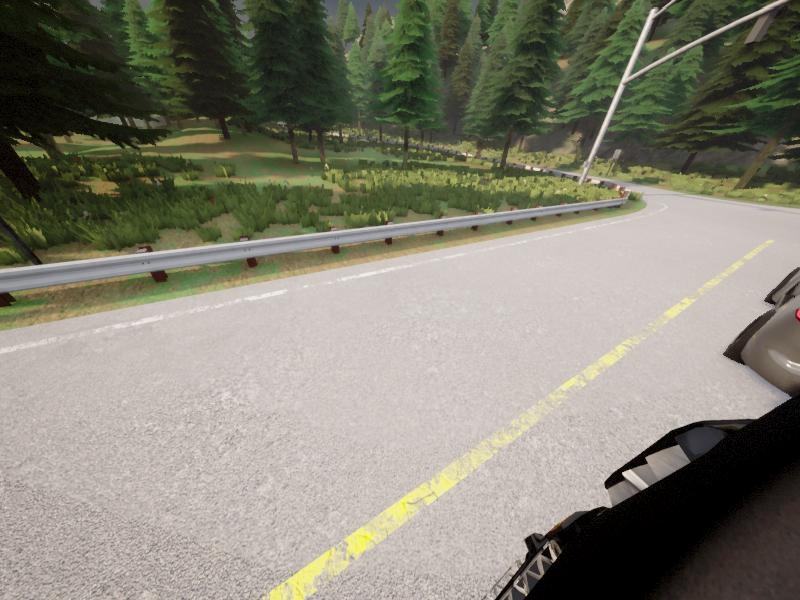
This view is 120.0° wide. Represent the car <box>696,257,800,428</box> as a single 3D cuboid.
[{"bbox_3d":[6.235,0.218,2.580,4.611,1.667,2.242,-16,38,-26],"label":"car"}]
